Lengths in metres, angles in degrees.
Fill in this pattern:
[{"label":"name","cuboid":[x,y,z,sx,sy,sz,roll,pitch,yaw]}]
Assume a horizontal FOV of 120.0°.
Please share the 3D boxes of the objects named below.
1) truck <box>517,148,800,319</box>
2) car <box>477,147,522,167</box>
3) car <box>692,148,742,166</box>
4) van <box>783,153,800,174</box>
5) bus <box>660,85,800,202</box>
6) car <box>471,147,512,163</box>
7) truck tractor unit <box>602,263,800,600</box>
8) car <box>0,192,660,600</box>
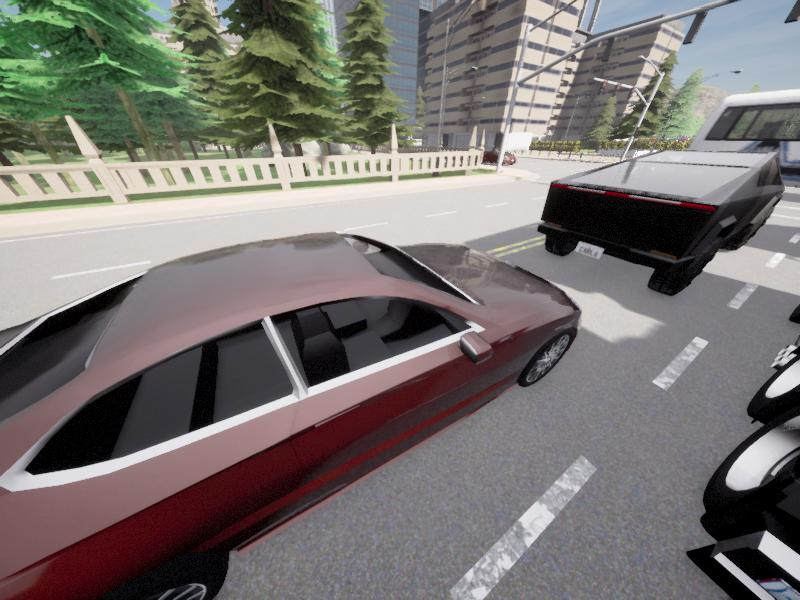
[{"label":"truck","cuboid":[5.998,-2.039,5.129,6.274,2.098,2.390,-18,39,-24]},{"label":"car","cuboid":[10.490,-15.307,24.639,1.851,1.617,3.988,-17,38,-23]},{"label":"car","cuboid":[35.945,-16.245,26.235,4.514,1.525,2.007,-17,38,-23]},{"label":"van","cuboid":[35.500,-11.822,19.479,4.442,1.987,1.775,-14,38,-20]},{"label":"bus","cuboid":[20.061,-6.659,9.974,3.944,4.253,10.273,-17,39,-23]},{"label":"car","cuboid":[11.421,-18.389,29.213,1.812,1.442,4.674,-18,39,-24]},{"label":"truck tractor unit","cuboid":[5.109,-0.302,0.787,6.516,4.208,3.053,-18,39,-24]},{"label":"car","cuboid":[-0.491,0.276,2.178,5.027,1.651,2.152,-18,39,-24]}]
